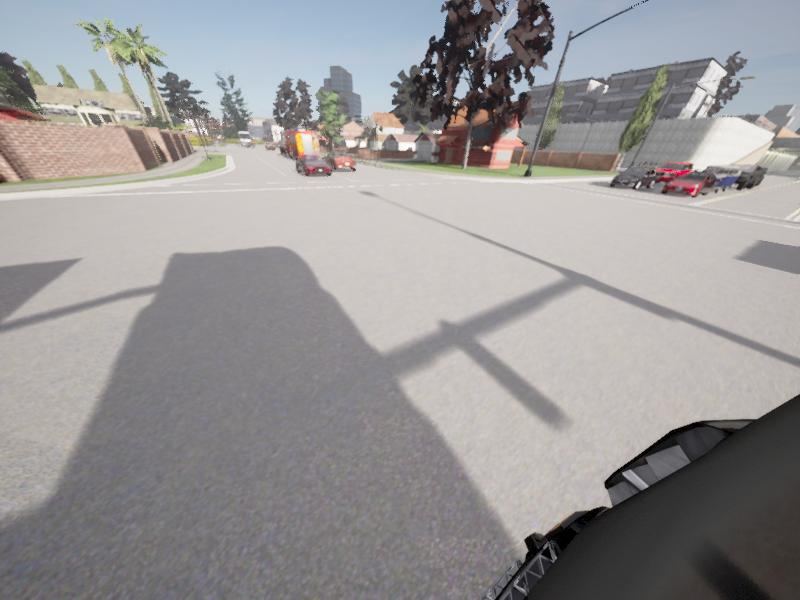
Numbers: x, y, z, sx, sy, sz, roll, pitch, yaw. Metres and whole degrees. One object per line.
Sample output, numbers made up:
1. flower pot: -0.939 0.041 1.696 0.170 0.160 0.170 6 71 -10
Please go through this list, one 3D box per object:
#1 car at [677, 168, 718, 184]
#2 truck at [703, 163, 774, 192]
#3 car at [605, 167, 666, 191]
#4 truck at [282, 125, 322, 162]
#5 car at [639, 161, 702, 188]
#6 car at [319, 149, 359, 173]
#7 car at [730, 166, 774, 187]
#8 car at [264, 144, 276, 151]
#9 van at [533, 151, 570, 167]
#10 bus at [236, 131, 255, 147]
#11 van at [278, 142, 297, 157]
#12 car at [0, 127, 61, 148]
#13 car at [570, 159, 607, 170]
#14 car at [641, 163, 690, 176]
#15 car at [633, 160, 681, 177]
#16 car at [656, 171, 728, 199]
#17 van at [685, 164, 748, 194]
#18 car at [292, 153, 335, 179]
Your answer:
1. car: 35.626 -14.925 27.670 3.806 1.475 1.970 -17 38 -27
2. truck: 33.502 -12.221 22.889 6.274 2.098 2.390 -15 38 -25
3. car: 20.234 -10.461 19.831 4.892 1.490 1.837 -16 38 -26
4. truck: -14.058 -22.177 32.860 2.891 3.827 8.468 -17 38 -27
5. car: 26.873 -12.566 22.976 5.566 2.045 2.150 -16 38 -26
6. car: -6.103 -13.789 22.815 2.152 1.651 5.027 -17 38 -27
7. car: 41.470 -14.586 27.207 3.866 1.878 1.905 -18 39 -28
8. car: -33.335 -39.137 59.226 1.895 1.301 4.718 -17 38 -27
9. van: 32.327 -30.271 49.544 1.988 2.561 5.915 -16 38 -26
10. bus: -53.547 -55.728 80.061 3.944 4.253 10.273 -17 38 -27
11. van: -20.117 -26.894 41.178 1.775 1.987 4.442 -19 39 -29
12. car: -43.587 -18.662 26.497 4.605 1.855 1.932 -17 38 -27
13. car: 38.383 -27.702 47.156 2.033 1.411 5.357 -16 38 -26
14. car: 44.388 -21.895 38.752 2.128 1.511 4.902 -16 38 -26
15. car: 41.291 -21.270 37.237 1.932 1.855 4.605 -17 41 -27
16. car: 21.789 -8.681 17.237 4.514 1.525 2.007 -16 38 -26
17. van: 27.074 -10.387 19.770 4.442 1.987 1.775 -16 38 -26
18. car: -6.953 -10.779 18.472 1.994 1.385 4.181 -18 39 -27
